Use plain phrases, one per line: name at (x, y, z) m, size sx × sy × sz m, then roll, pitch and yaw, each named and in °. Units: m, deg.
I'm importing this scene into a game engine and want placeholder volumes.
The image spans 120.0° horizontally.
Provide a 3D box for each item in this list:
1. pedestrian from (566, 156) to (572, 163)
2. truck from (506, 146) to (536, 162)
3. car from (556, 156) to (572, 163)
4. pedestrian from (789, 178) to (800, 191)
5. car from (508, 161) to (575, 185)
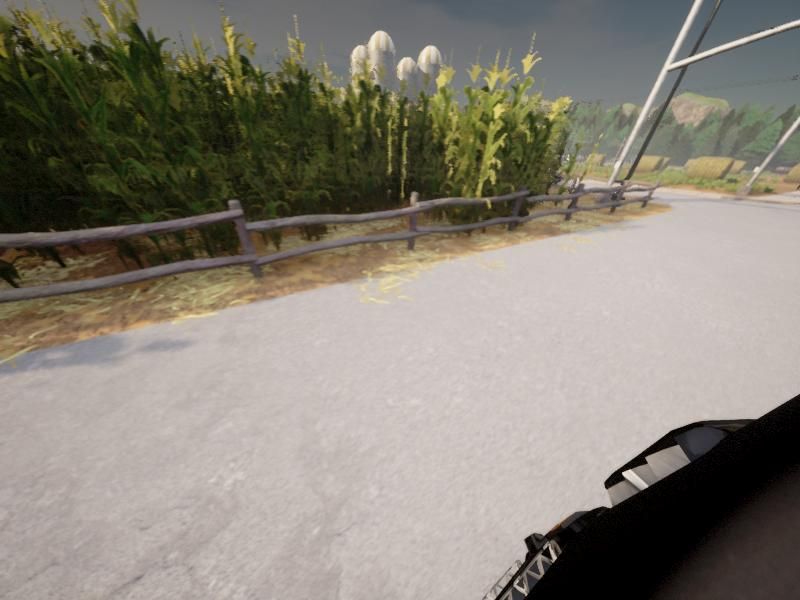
pedestrian at (52.543, -43.693, 71.860) m, size 0.751 × 1.860 × 0.751 m, roll -14°, pitch 37°, yaw -24°
truck at (37.252, -44.934, 71.105) m, size 8.468 × 3.827 × 2.891 m, roll -17°, pitch 39°, yaw -26°
car at (54.998, -47.152, 77.576) m, size 4.605 × 1.855 × 1.932 m, roll -17°, pitch 38°, yaw -27°
pedestrian at (38.874, -11.432, 22.051) m, size 0.751 × 1.860 × 0.751 m, roll -7°, pitch 35°, yaw -15°
car at (13.068, -12.002, 21.746) m, size 2.163 × 1.488 × 4.792 m, roll -16°, pitch 38°, yaw -26°
